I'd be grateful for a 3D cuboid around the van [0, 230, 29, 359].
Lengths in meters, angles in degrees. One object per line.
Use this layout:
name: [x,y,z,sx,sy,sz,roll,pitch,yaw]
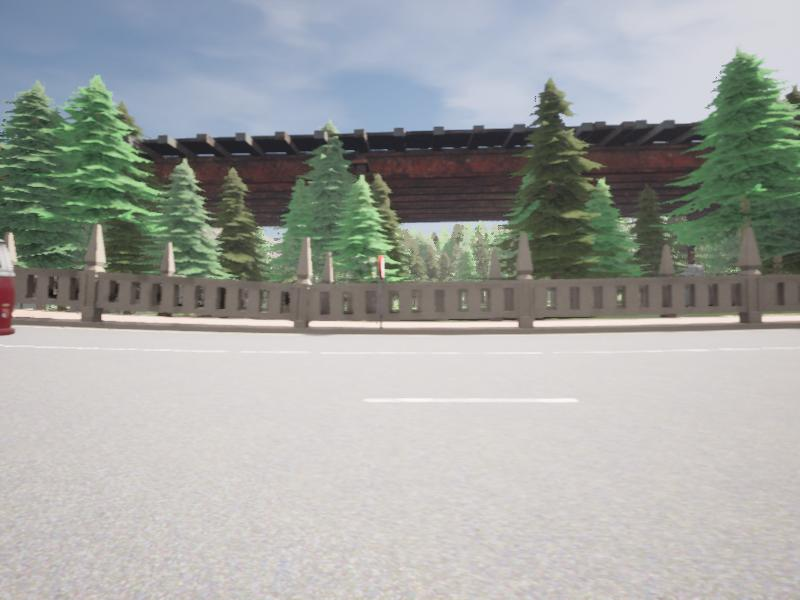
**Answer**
van: [-8.383,-0.169,5.714,4.442,1.987,1.775,2,0,0]
